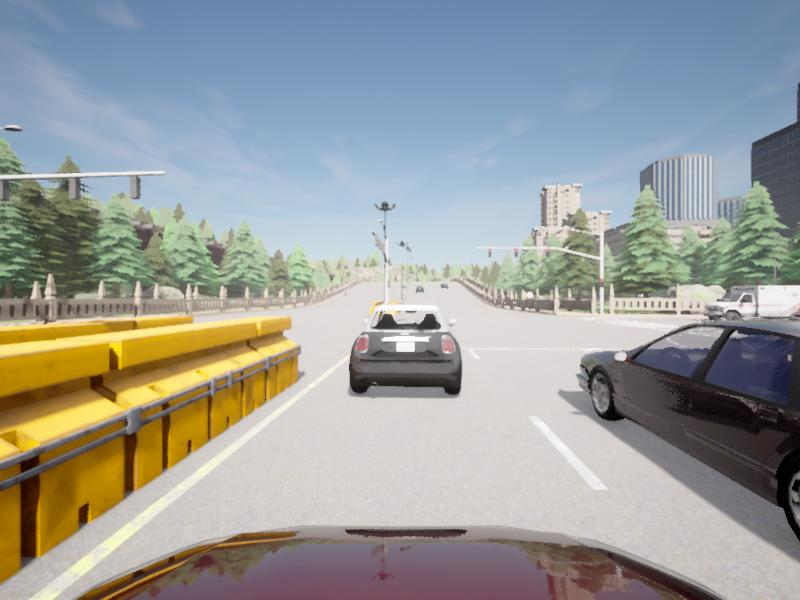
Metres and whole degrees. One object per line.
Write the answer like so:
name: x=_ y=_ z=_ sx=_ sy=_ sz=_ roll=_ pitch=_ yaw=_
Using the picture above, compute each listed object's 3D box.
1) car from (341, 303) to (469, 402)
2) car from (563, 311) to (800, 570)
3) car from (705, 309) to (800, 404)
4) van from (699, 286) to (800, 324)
car: x=0.183 y=0.828 z=8.088 sx=1.970 sy=1.475 sz=3.806 roll=0 pitch=0 yaw=3
car: x=3.442 y=0.883 z=3.591 sx=2.033 sy=1.411 sz=5.357 roll=0 pitch=0 yaw=3
car: x=7.077 y=0.887 z=5.994 sx=1.994 sy=1.385 sz=4.181 roll=0 pitch=0 yaw=3
van: x=24.158 y=0.291 z=26.844 sx=6.366 sy=2.431 sz=2.351 roll=0 pitch=0 yaw=3
